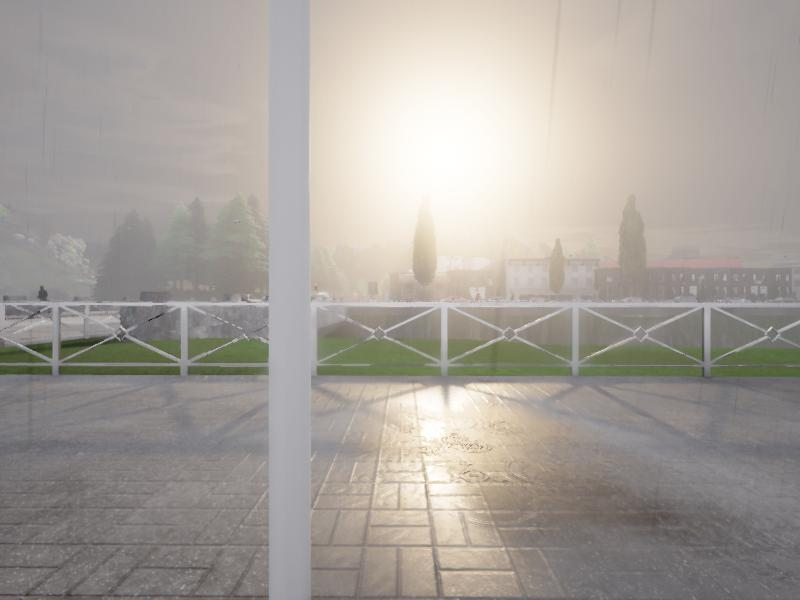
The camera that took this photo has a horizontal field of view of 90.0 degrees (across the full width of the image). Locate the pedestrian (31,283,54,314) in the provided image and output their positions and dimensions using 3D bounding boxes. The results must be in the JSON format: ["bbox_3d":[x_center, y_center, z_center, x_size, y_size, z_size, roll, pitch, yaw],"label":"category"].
[{"bbox_3d":[-21.871,-0.076,24.472,0.751,1.860,0.751,0,0,-5],"label":"pedestrian"}]

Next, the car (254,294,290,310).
[{"bbox_3d":[-13.067,0.221,41.135,2.038,1.542,4.974,0,0,0],"label":"car"}]

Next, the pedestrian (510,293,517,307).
[{"bbox_3d":[15.172,-0.058,53.602,0.751,1.860,0.751,0,0,7],"label":"pedestrian"}]

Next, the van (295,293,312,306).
[{"bbox_3d":[-16.071,-0.033,66.582,2.069,2.038,4.480,0,0,-22],"label":"van"}]

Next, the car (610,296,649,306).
[{"bbox_3d":[36.688,0.185,64.017,5.238,1.638,1.930,0,0,1],"label":"car"}]

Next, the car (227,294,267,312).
[{"bbox_3d":[-13.132,0.249,34.536,1.816,1.474,4.193,0,0,1],"label":"car"}]

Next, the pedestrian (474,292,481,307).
[{"bbox_3d":[10.020,-0.060,51.508,0.751,1.860,0.751,0,0,1],"label":"pedestrian"}]

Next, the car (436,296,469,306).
[{"bbox_3d":[8.392,0.183,64.271,5.027,1.651,2.152,0,0,1],"label":"car"}]

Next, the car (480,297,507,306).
[{"bbox_3d":[14.968,0.259,64.212,3.806,1.475,1.970,0,0,0],"label":"car"}]

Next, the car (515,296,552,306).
[{"bbox_3d":[21.413,0.179,64.154,5.238,1.638,1.930,0,0,0],"label":"car"}]

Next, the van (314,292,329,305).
[{"bbox_3d":[-16.655,-0.307,85.082,1.988,2.561,5.915,0,0,1],"label":"van"}]

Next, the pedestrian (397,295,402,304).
[{"bbox_3d":[-0.062,-0.064,80.290,0.751,1.860,0.751,0,0,43],"label":"pedestrian"}]
